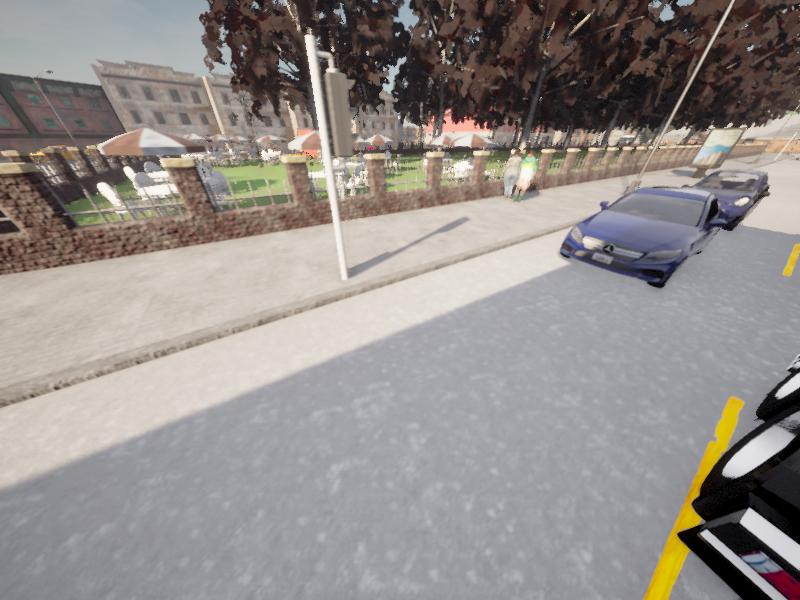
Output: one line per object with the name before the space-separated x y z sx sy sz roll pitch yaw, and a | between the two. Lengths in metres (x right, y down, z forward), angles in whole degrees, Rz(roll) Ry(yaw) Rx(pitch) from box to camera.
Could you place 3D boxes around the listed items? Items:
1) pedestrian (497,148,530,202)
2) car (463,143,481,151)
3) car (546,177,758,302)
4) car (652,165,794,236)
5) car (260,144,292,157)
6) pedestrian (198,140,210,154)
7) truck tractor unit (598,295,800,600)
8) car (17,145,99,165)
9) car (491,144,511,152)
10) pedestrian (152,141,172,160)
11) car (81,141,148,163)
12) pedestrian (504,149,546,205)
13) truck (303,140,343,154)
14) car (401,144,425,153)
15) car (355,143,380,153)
pedestrian | 4.688 -5.201 9.646 0.751 1.860 0.751 13 37 17
car | 17.077 -36.445 55.072 3.705 1.549 1.789 -20 40 -26
car | 5.751 -1.727 5.259 4.674 1.442 1.812 -21 40 -27
car | 10.781 -3.494 7.760 3.633 1.501 1.845 -20 40 -26
car | -19.255 -23.281 35.934 3.806 1.475 1.970 -20 40 -27
pedestrian | -31.829 -24.872 37.547 0.751 1.860 0.751 -15 38 -21
truck tractor unit | 5.160 -0.248 0.707 6.516 4.208 3.053 -16 38 -22
car | -35.921 -15.504 24.580 1.882 1.535 5.008 -4 35 -7
car | 26.285 -39.557 60.045 4.892 1.490 1.837 -20 40 -26
pedestrian | -27.755 -17.461 26.952 0.751 1.860 0.751 -8 36 -12
car | -32.181 -16.913 26.338 1.932 1.855 4.605 -5 35 -3
pedestrian | 4.938 -4.879 9.186 0.751 1.860 0.751 -28 44 -34
truck | -14.019 -28.220 42.525 6.274 2.098 2.390 -20 40 -27
car | 2.652 -31.241 47.503 4.514 1.525 2.007 -20 40 -26
car | -6.554 -30.638 46.557 4.514 1.525 2.007 -20 40 -26
